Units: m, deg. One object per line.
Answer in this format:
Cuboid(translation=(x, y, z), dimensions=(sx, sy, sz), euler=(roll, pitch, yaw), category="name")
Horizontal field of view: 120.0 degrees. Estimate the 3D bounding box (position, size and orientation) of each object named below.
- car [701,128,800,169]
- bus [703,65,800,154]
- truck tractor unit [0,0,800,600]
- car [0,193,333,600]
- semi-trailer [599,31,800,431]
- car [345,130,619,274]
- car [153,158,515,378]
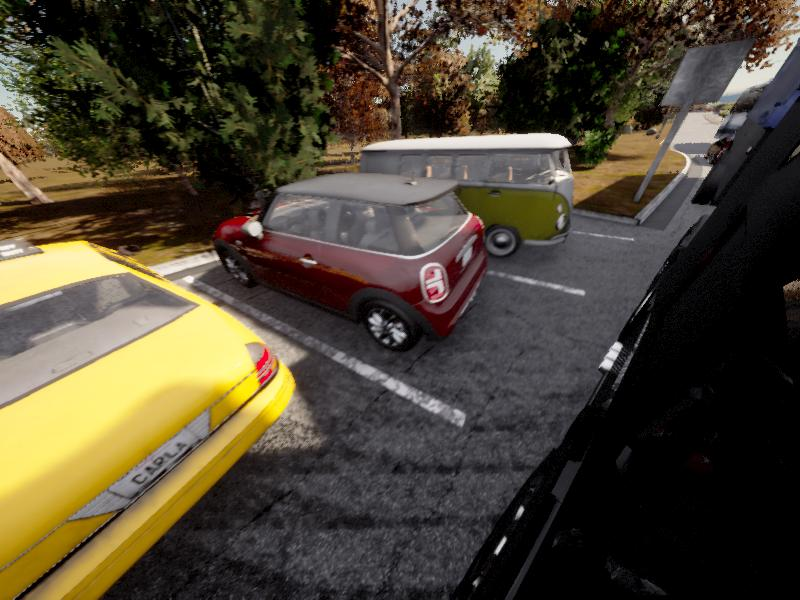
Cuboid(translation=(17.890, -7.961, 12.039), dimensions=(1.994, 1.385, 4.181), euler=(25, 45, 33), category="car")
Cuboid(translation=(27.044, -13.427, 16.580), dimensions=(3.944, 4.253, 10.273), euler=(23, 43, 33), category="bus")
Cuboid(translation=(2.645, -0.295, 0.351), dimensions=(6.516, 4.208, 3.053), euler=(-28, 44, -30), category="truck tractor unit")
Cuboid(translation=(-3.505, 0.159, 2.358), dimensions=(5.366, 1.575, 1.946), euler=(18, 41, 26), category="car")
Cuboid(translation=(8.641, -3.639, 4.288), dimensions=(14.254, 4.402, 2.717), euler=(-29, 44, -30), category="semi-trailer")
Cuboid(translation=(1.298, -2.342, 5.028), dimensions=(4.442, 1.987, 1.878), euler=(17, 41, 25), category="car")
Cuboid(translation=(-1.041, -1.076, 3.649), dimensions=(4.553, 1.767, 2.185), euler=(18, 41, 26), category="car")
